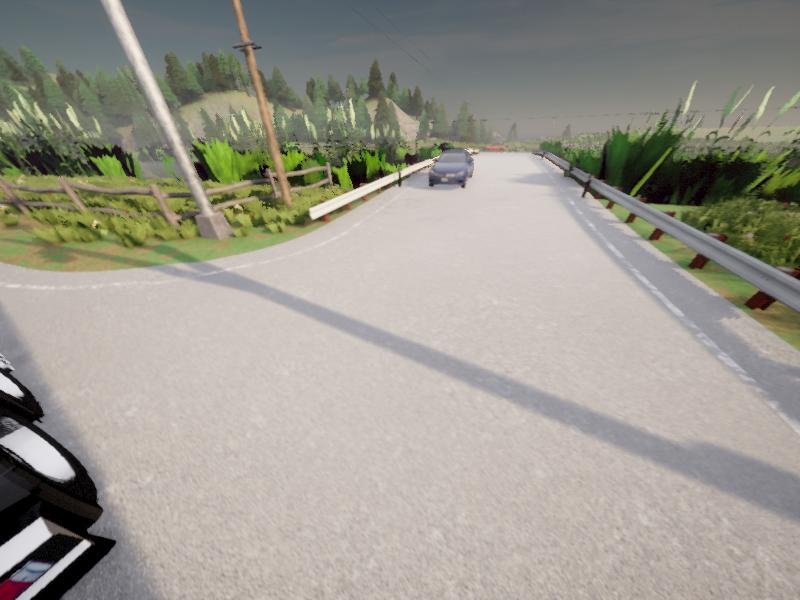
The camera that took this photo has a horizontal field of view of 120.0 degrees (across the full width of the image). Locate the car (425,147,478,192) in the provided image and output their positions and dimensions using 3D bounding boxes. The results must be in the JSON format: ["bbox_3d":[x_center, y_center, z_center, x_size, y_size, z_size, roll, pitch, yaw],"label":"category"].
[{"bbox_3d":[2.876,-7.158,12.387,1.812,1.442,4.674,12,39,17],"label":"car"}]

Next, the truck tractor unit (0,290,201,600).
[{"bbox_3d":[-5.154,-0.256,0.712,6.516,4.208,3.053,17,38,22],"label":"truck tractor unit"}]
